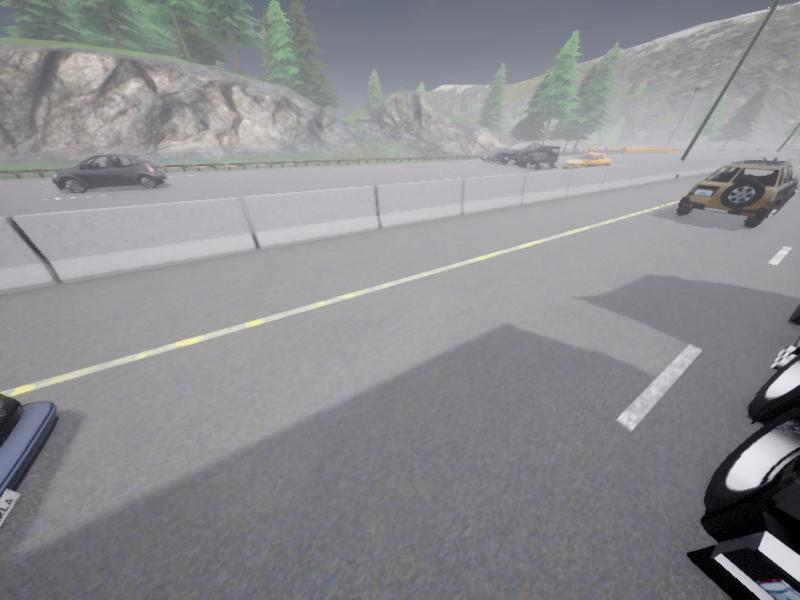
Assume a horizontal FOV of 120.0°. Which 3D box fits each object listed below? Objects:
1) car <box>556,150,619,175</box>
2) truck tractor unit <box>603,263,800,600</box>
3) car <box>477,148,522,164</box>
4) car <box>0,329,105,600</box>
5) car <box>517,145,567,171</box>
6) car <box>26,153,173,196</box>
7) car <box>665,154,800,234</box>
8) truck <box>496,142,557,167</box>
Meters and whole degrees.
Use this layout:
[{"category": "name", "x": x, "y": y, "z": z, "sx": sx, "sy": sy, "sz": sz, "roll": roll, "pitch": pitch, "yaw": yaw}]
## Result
[{"category": "car", "x": 16.441, "y": -12.117, "z": 20.224, "sx": 5.366, "sy": 1.575, "sz": 1.801, "roll": -18, "pitch": 39, "yaw": -24}, {"category": "truck tractor unit", "x": 5.109, "y": -0.301, "z": 0.794, "sx": 6.516, "sy": 4.208, "sz": 3.053, "roll": -18, "pitch": 39, "yaw": -24}, {"category": "car", "x": 12.124, "y": -17.603, "z": 28.136, "sx": 4.902, "sy": 1.511, "sz": 2.128, "roll": -18, "pitch": 39, "yaw": -24}, {"category": "car", "x": -4.863, "y": 1.800, "z": 0.157, "sx": 5.357, "sy": 1.411, "sz": 2.033, "roll": -18, "pitch": 39, "yaw": -24}, {"category": "car", "x": 13.517, "y": -13.601, "z": 22.058, "sx": 3.866, "sy": 1.878, "sz": 1.905, "roll": -18, "pitch": 39, "yaw": -24}, {"category": "car", "x": -14.881, "y": -6.562, "z": 11.905, "sx": 3.988, "sy": 1.617, "sz": 1.851, "roll": -18, "pitch": 39, "yaw": -24}, {"category": "car", "x": 12.137, "y": -3.918, "z": 8.130, "sx": 4.605, "sy": 1.855, "sz": 1.932, "roll": -19, "pitch": 39, "yaw": -24}, {"category": "truck", "x": 13.954, "y": -16.133, "z": 25.524, "sx": 6.274, "sy": 2.098, "sz": 2.390, "roll": -18, "pitch": 39, "yaw": -24}]
